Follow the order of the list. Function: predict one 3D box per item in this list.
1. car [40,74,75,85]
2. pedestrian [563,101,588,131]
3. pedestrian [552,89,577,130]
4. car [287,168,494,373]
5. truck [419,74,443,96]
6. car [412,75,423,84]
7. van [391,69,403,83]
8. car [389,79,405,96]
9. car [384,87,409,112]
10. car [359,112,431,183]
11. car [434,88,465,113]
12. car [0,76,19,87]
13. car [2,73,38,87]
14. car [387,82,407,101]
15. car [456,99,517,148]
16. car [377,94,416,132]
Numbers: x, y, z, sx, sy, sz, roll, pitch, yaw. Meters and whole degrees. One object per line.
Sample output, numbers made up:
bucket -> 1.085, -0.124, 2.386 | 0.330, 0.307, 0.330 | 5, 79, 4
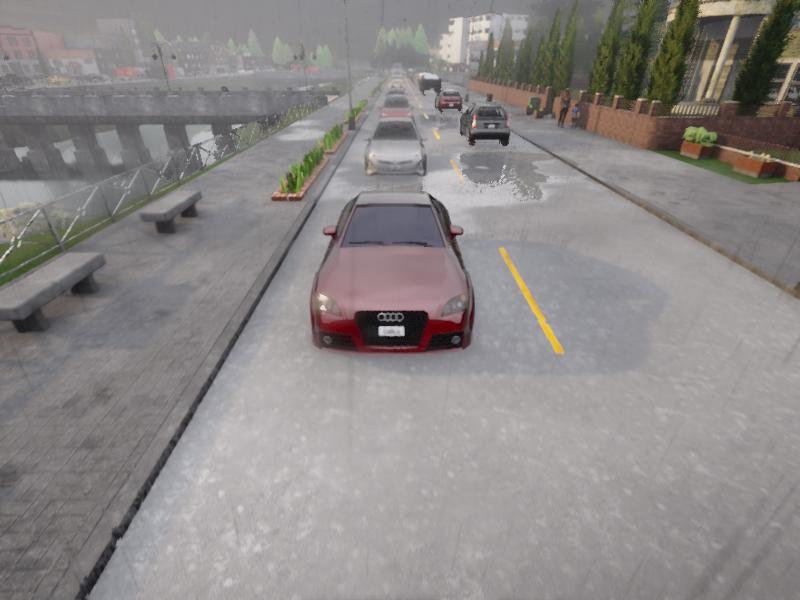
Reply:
car -> -62.195, -40.079, 72.724 | 1.801, 1.575, 5.366 | 0, 30, 0
pedestrian -> 9.083, -9.555, 20.731 | 0.751, 1.300, 0.751 | 25, 39, 36
pedestrian -> 8.541, -9.919, 20.799 | 0.751, 1.860, 0.751 | 5, 31, 9
car -> -0.093, -0.819, 6.020 | 1.994, 1.385, 4.181 | 0, 30, 0
truck -> 3.646, -26.096, 48.390 | 2.390, 2.098, 6.274 | 0, 30, 0
car -> 3.469, -43.118, 78.105 | 1.970, 1.475, 3.806 | 0, 30, 0
van -> -0.551, -45.338, 80.854 | 2.351, 2.431, 6.366 | 0, 30, 0
car -> -0.353, -25.650, 48.182 | 1.882, 1.535, 5.008 | 0, 30, 0
car -> -0.259, -15.965, 31.733 | 1.816, 1.474, 4.193 | 0, 30, 0
car -> -0.140, -5.285, 13.476 | 2.007, 1.525, 4.514 | 0, 30, 0
car -> 3.749, -15.541, 31.014 | 1.816, 1.474, 4.193 | 0, 30, 0
car -> -66.152, -36.104, 65.982 | 1.837, 1.490, 4.892 | 0, 30, 0
car -> -62.148, -36.020, 65.481 | 1.905, 1.878, 3.866 | 0, 30, 0
car -> -0.305, -20.961, 40.195 | 1.845, 1.501, 3.633 | 0, 30, 0
car -> 3.826, -8.228, 18.416 | 1.851, 1.617, 3.988 | 0, 30, 0
car -> -0.194, -10.637, 22.599 | 2.007, 1.525, 4.514 | 0, 30, 0
